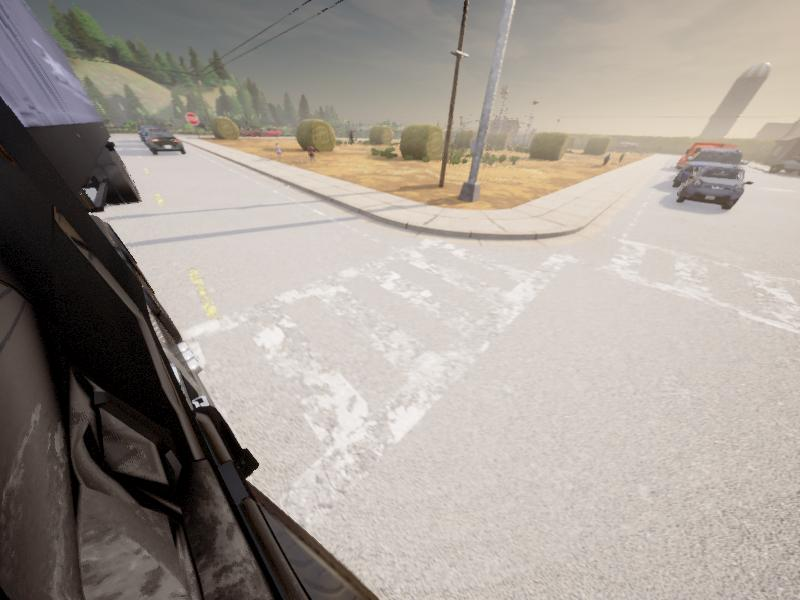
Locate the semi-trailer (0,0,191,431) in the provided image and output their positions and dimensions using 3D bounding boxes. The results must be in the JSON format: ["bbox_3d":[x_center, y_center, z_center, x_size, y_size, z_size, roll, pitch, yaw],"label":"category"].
[{"bbox_3d":[-8.244,-3.855,4.659,2.717,4.402,14.254,-28,46,-35],"label":"semi-trailer"}]

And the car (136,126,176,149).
[{"bbox_3d":[-23.191,-15.473,21.920,1.882,1.535,5.008,-28,46,-35],"label":"car"}]

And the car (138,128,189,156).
[{"bbox_3d":[-18.535,-12.401,18.056,2.038,1.542,4.974,-28,46,-35],"label":"car"}]

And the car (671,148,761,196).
[{"bbox_3d":[19.003,-8.057,14.210,5.566,2.045,2.150,-29,47,-35],"label":"car"}]

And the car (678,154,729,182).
[{"bbox_3d":[23.719,-10.454,18.217,3.705,1.549,1.789,-29,47,-36],"label":"car"}]

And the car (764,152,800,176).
[{"bbox_3d":[40.464,-13.540,23.011,1.905,1.878,3.866,-1,34,4],"label":"car"}]

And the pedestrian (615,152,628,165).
[{"bbox_3d":[23.705,-15.145,24.695,0.500,1.100,0.500,-28,46,-35],"label":"pedestrian"}]

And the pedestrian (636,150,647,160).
[{"bbox_3d":[35.292,-21.224,33.771,0.500,1.100,0.500,19,39,21],"label":"pedestrian"}]

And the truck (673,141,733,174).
[{"bbox_3d":[30.514,-14.559,23.470,5.204,2.467,2.627,-29,46,-35],"label":"truck"}]

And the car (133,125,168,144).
[{"bbox_3d":[-27.949,-18.599,25.867,2.007,1.525,4.514,-28,46,-35],"label":"car"}]

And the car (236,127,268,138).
[{"bbox_3d":[-26.689,-30.196,41.745,4.193,1.474,1.816,-25,45,-33],"label":"car"}]

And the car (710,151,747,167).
[{"bbox_3d":[46.498,-20.068,32.817,5.027,1.651,2.152,-29,47,-36],"label":"car"}]

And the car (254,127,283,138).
[{"bbox_3d":[-26.041,-33.250,45.909,4.514,1.525,2.007,-25,45,-33],"label":"car"}]

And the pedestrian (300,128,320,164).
[{"bbox_3d":[-5.750,-9.849,14.843,0.751,1.860,0.751,-2,37,-7],"label":"pedestrian"}]

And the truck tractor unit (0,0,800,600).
[{"bbox_3d":[-2.645,-0.295,0.351,6.516,4.208,3.053,28,44,30],"label":"truck tractor unit"}]

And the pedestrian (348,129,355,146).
[{"bbox_3d":[-6.536,-21.848,31.122,0.751,1.860,0.751,-9,38,-15],"label":"pedestrian"}]

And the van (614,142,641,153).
[{"bbox_3d":[61.032,-40.927,61.937,2.069,2.038,4.480,-28,46,-35],"label":"van"}]

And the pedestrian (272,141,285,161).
[{"bbox_3d":[-8.156,-9.987,15.526,0.500,1.100,0.500,-8,38,-15],"label":"pedestrian"}]

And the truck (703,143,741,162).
[{"bbox_3d":[56.228,-25.756,40.468,5.204,2.467,2.627,-27,46,-37],"label":"truck"}]

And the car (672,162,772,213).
[{"bbox_3d":[14.151,-5.206,10.423,3.633,1.501,1.845,-29,46,-36],"label":"car"}]

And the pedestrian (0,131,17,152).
[{"bbox_3d":[-23.918,-9.512,13.816,0.500,1.100,0.500,31,44,33],"label":"pedestrian"}]

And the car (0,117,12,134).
[{"bbox_3d":[-48.539,-19.782,26.017,4.514,1.525,2.007,-24,44,-32],"label":"car"}]

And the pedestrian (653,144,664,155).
[{"bbox_3d":[55.896,-32.564,49.990,0.751,1.860,0.751,31,44,32],"label":"pedestrian"}]

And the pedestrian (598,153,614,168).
[{"bbox_3d":[18.851,-12.770,21.127,0.500,1.100,0.500,-19,41,-27],"label":"pedestrian"}]
